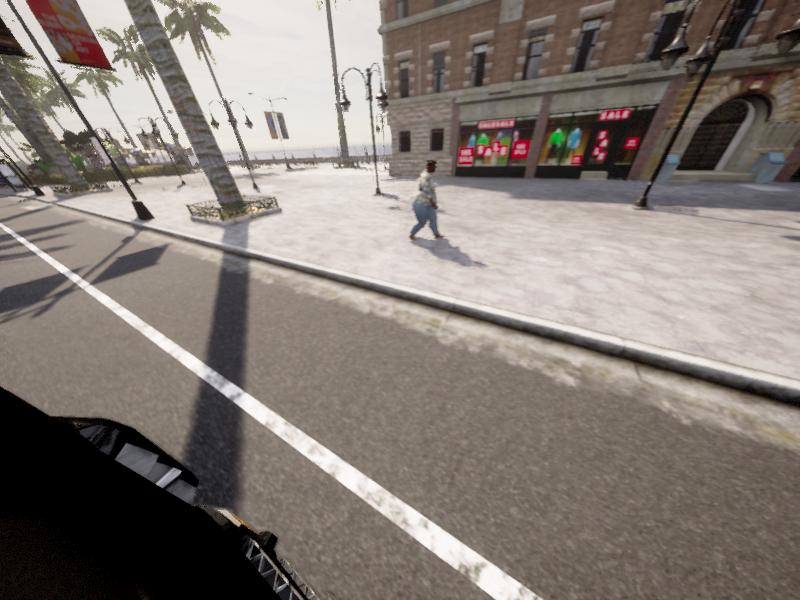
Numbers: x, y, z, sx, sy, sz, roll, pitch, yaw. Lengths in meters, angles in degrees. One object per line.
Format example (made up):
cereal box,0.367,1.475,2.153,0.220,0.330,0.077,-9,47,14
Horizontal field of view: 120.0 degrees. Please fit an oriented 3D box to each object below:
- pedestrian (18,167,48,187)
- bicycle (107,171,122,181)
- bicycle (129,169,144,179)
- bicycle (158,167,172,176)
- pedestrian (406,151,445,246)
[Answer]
pedestrian,-39.268,-13.189,24.747,0.751,1.860,0.751,10,36,19
bicycle,-34.572,-15.068,27.997,1.643,1.024,0.373,15,38,25
bicycle,-33.614,-16.087,29.444,1.643,1.024,0.373,15,38,25
bicycle,-32.177,-17.615,31.613,1.643,1.024,0.373,15,38,25
pedestrian,0.587,-2.278,5.291,0.751,1.860,0.751,3,34,9
